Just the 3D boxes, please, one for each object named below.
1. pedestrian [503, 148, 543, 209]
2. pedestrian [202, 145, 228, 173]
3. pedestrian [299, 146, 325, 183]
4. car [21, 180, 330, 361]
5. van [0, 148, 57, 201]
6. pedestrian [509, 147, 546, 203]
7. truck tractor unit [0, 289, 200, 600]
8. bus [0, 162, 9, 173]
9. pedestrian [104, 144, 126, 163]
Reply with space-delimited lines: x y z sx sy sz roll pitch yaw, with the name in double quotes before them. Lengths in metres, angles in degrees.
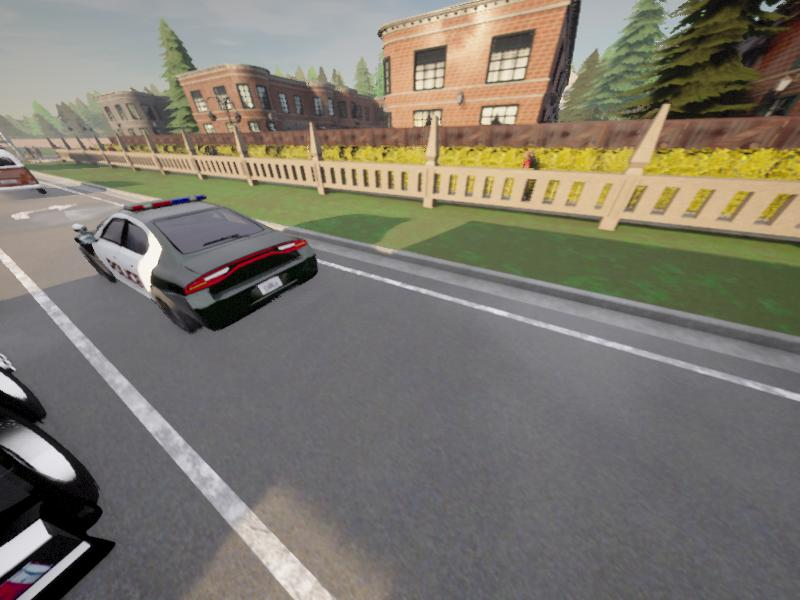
"pedestrian" 4.457 -4.407 8.416 0.751 1.860 0.751 18 39 24
"pedestrian" -14.660 -11.188 18.350 0.751 1.860 0.751 16 38 22
"pedestrian" -5.215 -8.051 13.749 0.751 1.860 0.751 17 38 23
"car" -3.998 -1.047 4.225 4.974 1.542 2.038 17 38 24
"van" -20.472 -6.447 11.699 4.480 2.038 2.069 18 39 24
"pedestrian" 5.044 -4.965 9.216 0.751 1.860 0.751 18 39 24
"truck tractor unit" -5.151 -0.258 0.724 6.516 4.208 3.053 17 38 22
"bus" -40.823 -13.689 20.365 10.273 4.253 3.944 17 38 24
"pedestrian" -33.438 -17.139 27.082 0.751 1.860 0.751 19 39 26
